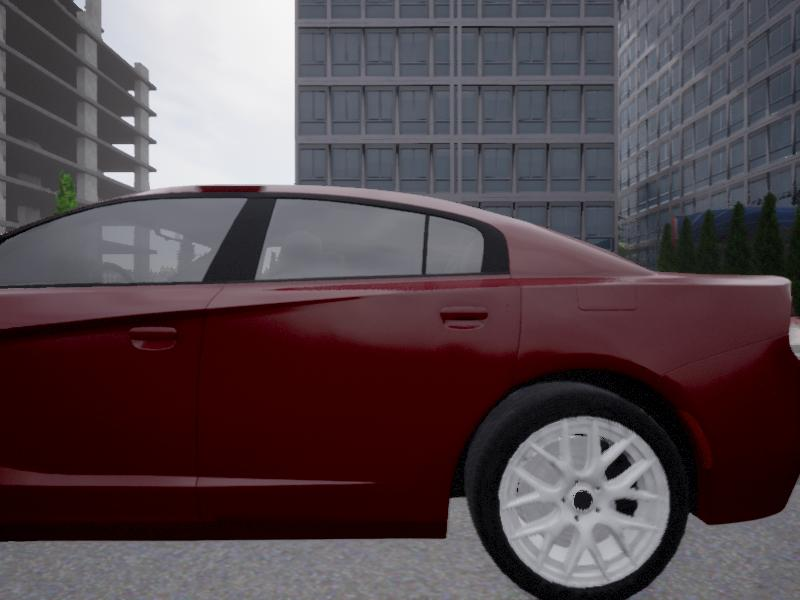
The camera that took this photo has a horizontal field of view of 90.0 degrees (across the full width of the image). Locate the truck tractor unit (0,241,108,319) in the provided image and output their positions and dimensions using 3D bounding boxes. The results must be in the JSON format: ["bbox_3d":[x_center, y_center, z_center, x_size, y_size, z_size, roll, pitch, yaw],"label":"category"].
[{"bbox_3d":[-22.054,-1.088,24.877,3.053,4.208,6.516,0,0,0],"label":"truck tractor unit"}]

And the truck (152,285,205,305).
[{"bbox_3d":[-41.895,-0.911,75.881,8.468,3.827,2.891,0,0,1],"label":"truck"}]

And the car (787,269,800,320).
[{"bbox_3d":[19.545,-0.229,15.396,6.274,2.098,2.390,0,0,30],"label":"car"}]

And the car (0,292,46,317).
[{"bbox_3d":[-25.558,0.276,25.219,2.128,1.511,4.902,0,0,0],"label":"car"}]

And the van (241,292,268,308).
[{"bbox_3d":[-18.494,0.028,51.018,1.775,1.987,4.442,0,0,0],"label":"van"}]

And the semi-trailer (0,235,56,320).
[{"bbox_3d":[-22.078,-1.184,16.961,2.717,4.402,14.254,0,0,0],"label":"semi-trailer"}]

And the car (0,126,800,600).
[{"bbox_3d":[-0.846,0.224,2.194,5.008,1.535,1.882,0,0,0],"label":"car"}]

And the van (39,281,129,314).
[{"bbox_3d":[-25.542,-0.182,32.822,2.351,2.431,6.366,0,0,0],"label":"van"}]

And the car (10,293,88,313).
[{"bbox_3d":[-29.039,0.247,33.367,1.801,1.575,5.366,0,0,0],"label":"car"}]
